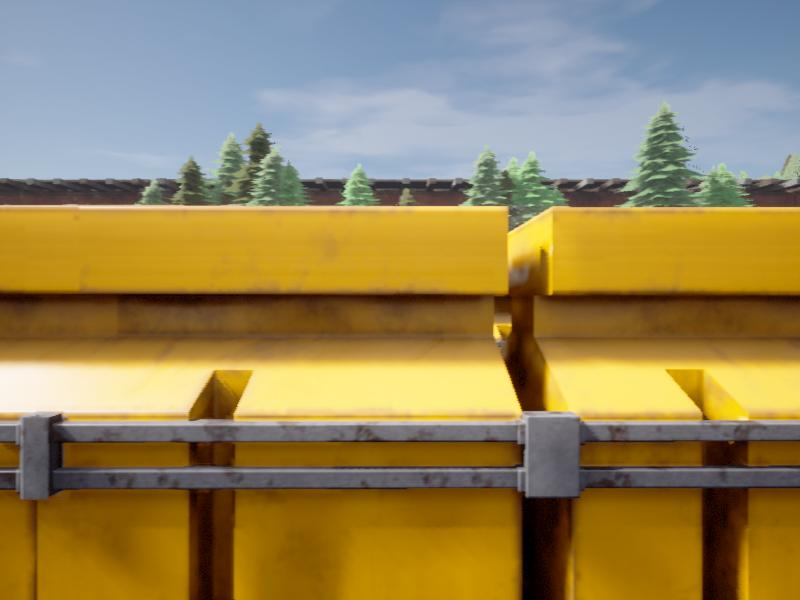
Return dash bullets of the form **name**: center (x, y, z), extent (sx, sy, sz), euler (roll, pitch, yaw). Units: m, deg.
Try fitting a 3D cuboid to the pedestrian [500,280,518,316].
- **pedestrian**: center (5.693, -0.109, 20.942), extent (0.751, 1.860, 0.751), euler (0, 0, 0)
